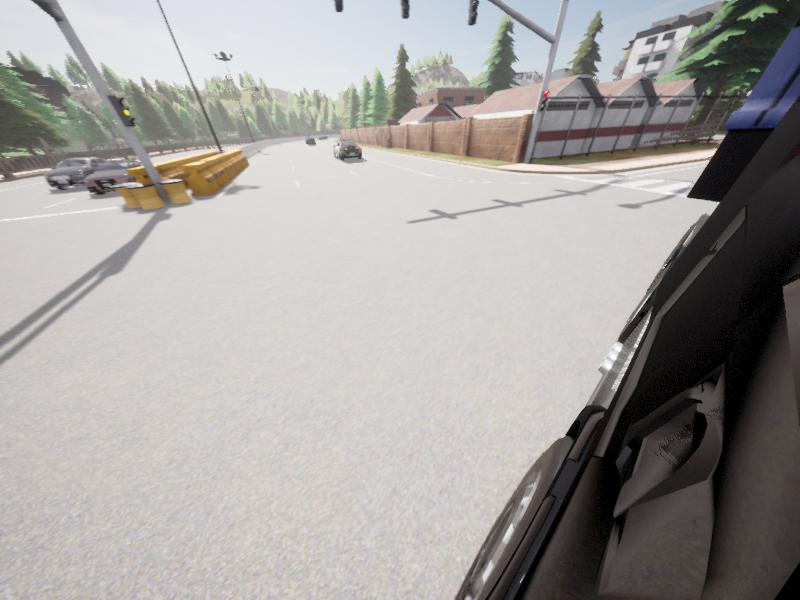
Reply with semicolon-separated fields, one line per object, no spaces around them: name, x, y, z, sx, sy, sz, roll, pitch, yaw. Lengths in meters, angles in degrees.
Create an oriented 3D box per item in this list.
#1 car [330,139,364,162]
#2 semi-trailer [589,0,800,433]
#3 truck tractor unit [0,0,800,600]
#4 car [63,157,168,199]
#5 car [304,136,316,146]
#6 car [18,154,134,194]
car;-5.201;-14.484;22.248;2.038;1.542;4.974;-15;38;-16
semi-trailer;9.282;-3.117;3.562;14.254;4.402;2.717;-21;40;-23
truck tractor unit;2.645;-0.295;0.351;6.516;4.208;3.053;-28;44;-30
car;-15.354;-6.947;12.887;1.994;1.385;4.181;-16;38;-17
car;-20.239;-35.831;51.898;1.930;1.638;5.238;-14;38;-15
car;-20.092;-8.225;14.795;2.128;1.511;4.902;-16;38;-17
